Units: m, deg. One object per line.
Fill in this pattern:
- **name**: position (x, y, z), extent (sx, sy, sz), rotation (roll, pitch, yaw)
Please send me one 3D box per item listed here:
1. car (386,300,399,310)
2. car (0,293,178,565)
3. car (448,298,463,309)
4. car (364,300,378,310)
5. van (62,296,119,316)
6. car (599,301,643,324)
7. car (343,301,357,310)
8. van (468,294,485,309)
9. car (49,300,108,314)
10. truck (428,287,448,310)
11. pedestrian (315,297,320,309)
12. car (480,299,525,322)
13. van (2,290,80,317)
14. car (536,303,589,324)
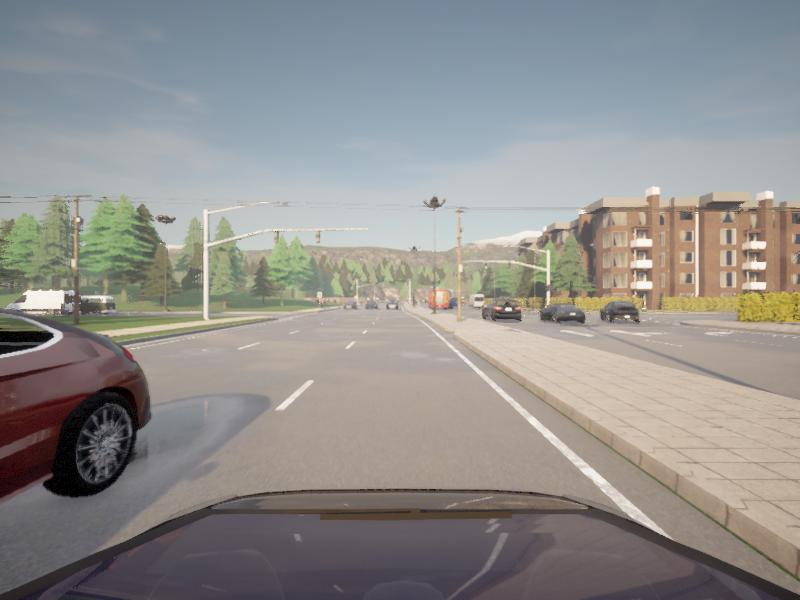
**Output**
- **car**: position (-1.255, 0.793, 67.135), extent (2.033, 1.649, 4.856), rotation (0, 0, 0)
- **car**: position (-3.499, 0.781, 1.848), extent (2.152, 1.651, 5.027), rotation (0, 0, 0)
- **car**: position (10.226, 0.587, 74.201), extent (2.150, 2.045, 5.566), rotation (0, 0, 0)
- **car**: position (-4.787, 0.841, 67.512), extent (2.038, 1.542, 4.974), rotation (0, 0, -1)
- **van**: position (-32.851, 0.584, 42.513), extent (4.480, 2.038, 2.069), rotation (0, 0, 1)
- **car**: position (15.912, 0.851, 29.060), extent (1.837, 1.490, 4.892), rotation (-1, 0, 17)
- **car**: position (-8.252, 0.885, 66.646), extent (1.812, 1.442, 4.674), rotation (0, 0, -1)
- **van**: position (13.722, 0.318, 72.139), extent (1.988, 2.561, 5.915), rotation (0, 0, 0)
- **car**: position (-36.936, 0.781, 46.060), extent (5.238, 1.638, 1.930), rotation (0, 0, 1)
- **truck**: position (6.728, -0.307, 71.689), extent (2.891, 3.827, 8.468), rotation (0, 0, 0)
- **pedestrian**: position (-13.372, 0.488, 64.743), extent (0.751, 1.860, 0.751), rotation (0, 0, -4)
- **car**: position (7.832, 0.764, 31.177), extent (2.242, 1.667, 4.611), rotation (0, 0, -1)
- **van**: position (-34.922, 0.331, 39.040), extent (5.915, 2.561, 1.988), rotation (0, 0, 1)
- **car**: position (11.420, 0.914, 28.447), extent (1.994, 1.385, 4.181), rotation (0, 0, 0)
